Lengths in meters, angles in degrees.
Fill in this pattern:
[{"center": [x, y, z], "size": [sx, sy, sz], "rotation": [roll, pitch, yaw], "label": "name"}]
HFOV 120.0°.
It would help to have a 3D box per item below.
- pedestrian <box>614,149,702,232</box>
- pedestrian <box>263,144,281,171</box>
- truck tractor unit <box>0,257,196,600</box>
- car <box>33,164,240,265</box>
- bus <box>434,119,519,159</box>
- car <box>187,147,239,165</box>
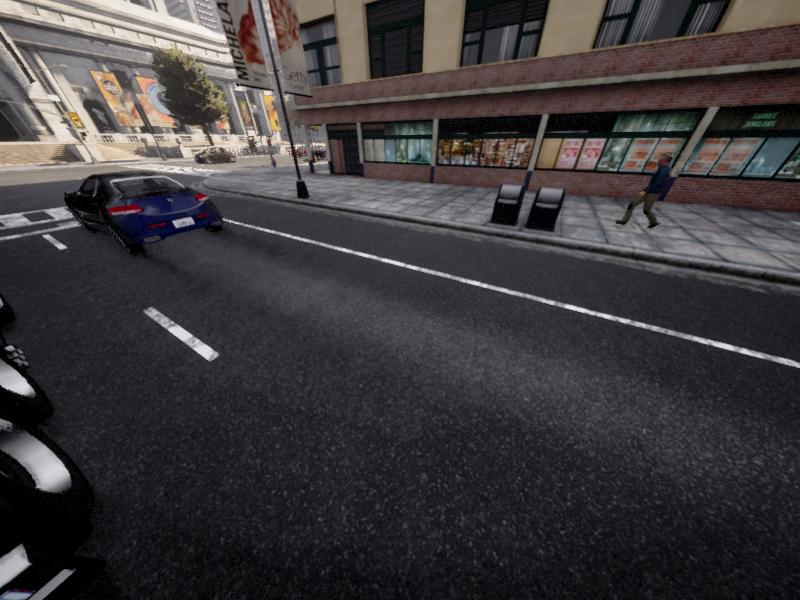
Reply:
[{"center": [6.705, -2.892, 6.159], "size": [0.751, 1.860, 0.751], "rotation": [20, 40, 27], "label": "pedestrian"}, {"center": [-10.404, -11.600, 18.803], "size": [0.751, 1.860, 0.751], "rotation": [-18, 39, -24], "label": "pedestrian"}, {"center": [-5.098, -0.313, 0.798], "size": [6.516, 4.208, 3.053], "rotation": [19, 39, 25], "label": "truck tractor unit"}, {"center": [-7.353, -2.704, 6.522], "size": [5.027, 1.651, 2.152], "rotation": [18, 39, 25], "label": "car"}, {"center": [10.667, -23.025, 33.254], "size": [10.273, 4.253, 3.944], "rotation": [18, 39, 24], "label": "bus"}, {"center": [-21.622, -16.827, 26.933], "size": [1.851, 1.617, 3.988], "rotation": [18, 39, 25], "label": "car"}]
